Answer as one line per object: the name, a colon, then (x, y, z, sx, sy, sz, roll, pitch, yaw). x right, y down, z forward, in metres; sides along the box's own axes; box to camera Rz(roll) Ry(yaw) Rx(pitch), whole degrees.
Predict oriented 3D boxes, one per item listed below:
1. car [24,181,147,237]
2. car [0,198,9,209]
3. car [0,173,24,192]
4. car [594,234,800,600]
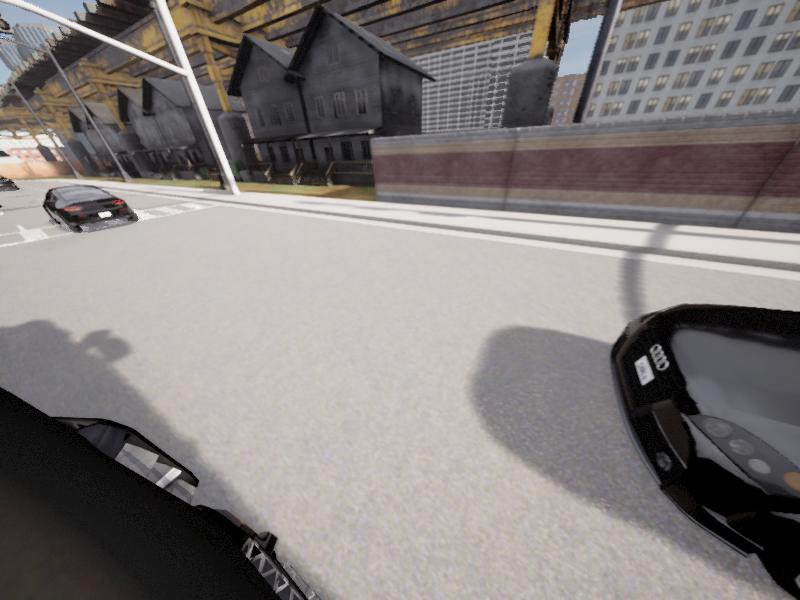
car: (-12.805, -3.851, 9.401, 4.674, 1.442, 1.812, 16, 38, 26)
car: (-26.980, -6.207, 13.787, 4.611, 1.667, 2.242, 10, 36, 18)
car: (-42.947, -12.510, 24.603, 4.902, 1.511, 2.128, 16, 38, 26)
car: (3.814, 0.949, 1.013, 4.181, 1.385, 1.994, 16, 38, 26)
